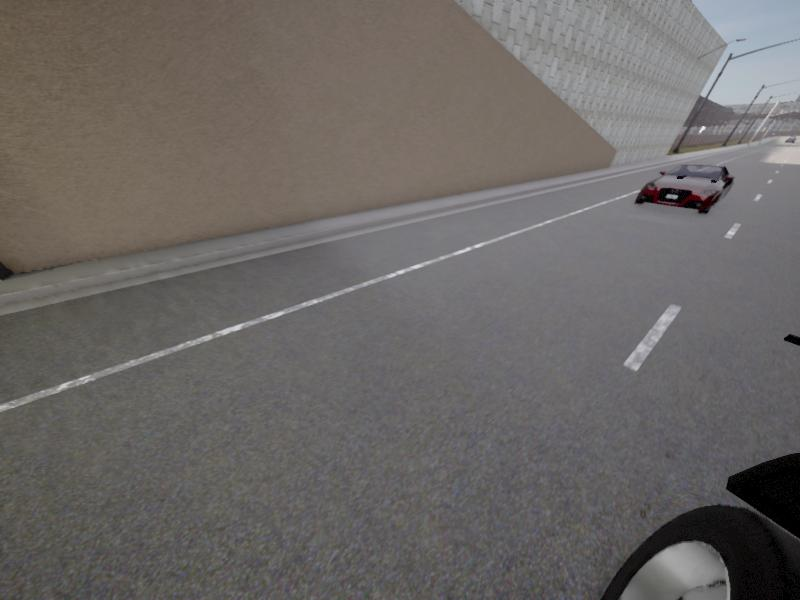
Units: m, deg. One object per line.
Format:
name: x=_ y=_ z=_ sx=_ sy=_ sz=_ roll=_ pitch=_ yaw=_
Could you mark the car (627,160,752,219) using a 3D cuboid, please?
car: x=11.090 y=-4.409 z=8.860 sx=4.181 sy=1.385 sz=1.994 roll=-22 pitch=41 yaw=-28
